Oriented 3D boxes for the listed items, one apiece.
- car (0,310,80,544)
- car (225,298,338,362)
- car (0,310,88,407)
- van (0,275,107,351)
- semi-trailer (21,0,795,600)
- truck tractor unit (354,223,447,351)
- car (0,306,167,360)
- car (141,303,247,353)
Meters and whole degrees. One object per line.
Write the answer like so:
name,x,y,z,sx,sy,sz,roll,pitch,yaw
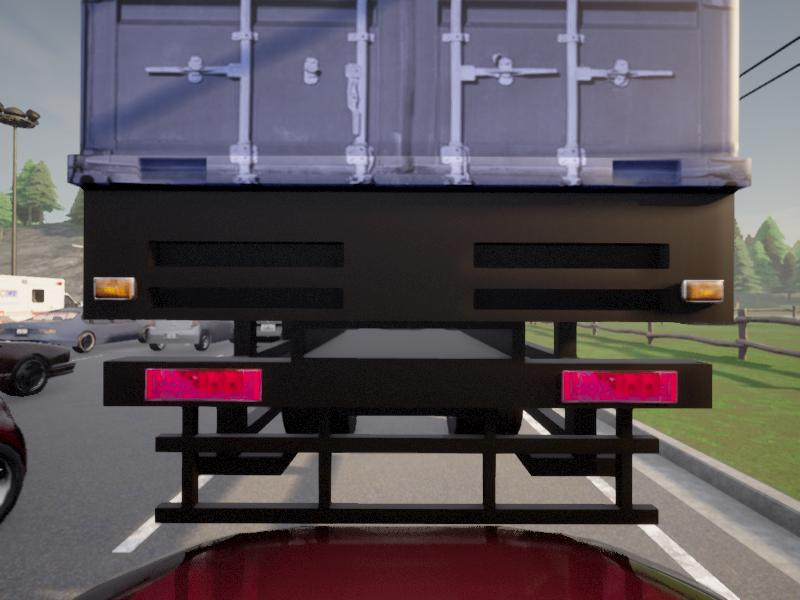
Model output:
car,-3.501,0.812,1.393,1.845,1.501,3.633,0,-1,0
car,-3.491,0.808,12.857,2.242,1.667,4.611,0,0,0
car,-6.998,0.893,4.992,2.033,1.411,5.357,0,0,0
van,-13.985,0.412,14.315,2.351,2.431,6.366,0,0,0
semi-trailer,0.029,-0.583,8.544,2.717,4.402,14.254,0,0,0
truck tractor unit,0.016,-0.431,16.457,3.053,4.208,6.516,0,0,0
car,-10.485,0.934,13.607,2.033,1.411,5.357,0,0,0
car,-6.987,0.877,14.029,1.845,1.501,3.633,0,0,0
